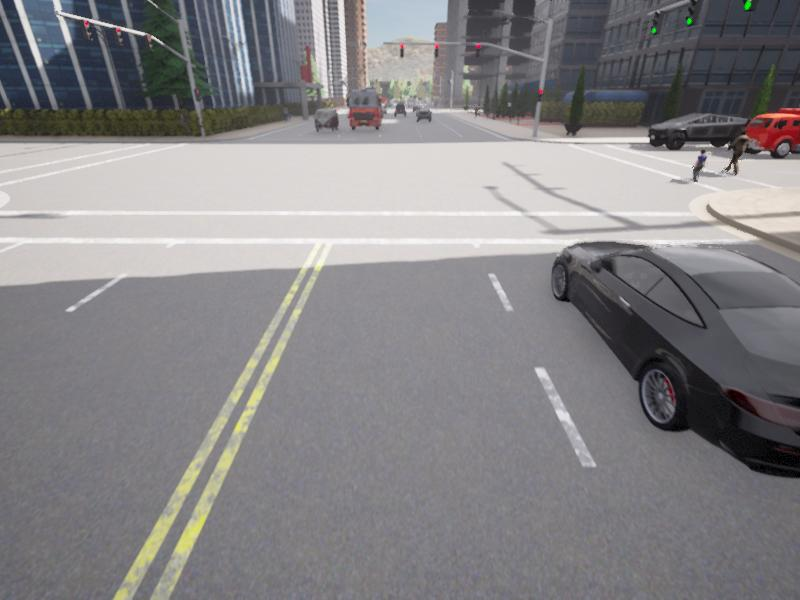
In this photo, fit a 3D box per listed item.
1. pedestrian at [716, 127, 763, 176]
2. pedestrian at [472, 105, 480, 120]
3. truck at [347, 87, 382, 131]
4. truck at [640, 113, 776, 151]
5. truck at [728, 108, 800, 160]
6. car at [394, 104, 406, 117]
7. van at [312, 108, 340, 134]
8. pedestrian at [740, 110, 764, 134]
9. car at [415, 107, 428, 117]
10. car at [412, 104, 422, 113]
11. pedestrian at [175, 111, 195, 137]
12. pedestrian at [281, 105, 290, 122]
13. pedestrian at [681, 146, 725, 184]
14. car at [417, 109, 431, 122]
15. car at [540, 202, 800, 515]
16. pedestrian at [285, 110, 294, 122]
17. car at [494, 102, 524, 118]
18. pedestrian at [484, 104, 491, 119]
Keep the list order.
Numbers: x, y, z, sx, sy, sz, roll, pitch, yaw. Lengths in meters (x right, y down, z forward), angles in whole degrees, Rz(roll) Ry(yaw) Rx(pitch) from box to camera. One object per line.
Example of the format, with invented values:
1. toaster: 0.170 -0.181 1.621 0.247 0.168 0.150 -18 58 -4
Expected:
1. pedestrian: 14.414 -6.325 17.041 0.751 1.860 0.751 3 27 5
2. pedestrian: 10.352 -25.616 54.548 0.751 1.860 0.751 -3 27 -5
3. truck: -3.475 -19.987 41.693 2.891 3.827 8.468 0 27 0
4. truck: 19.346 -10.736 25.499 6.274 2.098 2.390 0 27 1
5. truck: 22.254 -9.283 22.261 5.204 2.467 2.627 1 27 0
6. car: 0.052 -31.436 66.320 1.905 1.878 3.866 0 27 0
7. van: -6.972 -17.097 38.033 1.775 1.987 4.442 0 27 0
8. pedestrian: 29.746 -15.047 33.818 0.751 1.860 0.751 -4 27 -9
9. car: 3.551 -31.480 66.942 1.970 1.475 3.806 0 27 0
10. car: 3.565 -39.954 83.410 1.882 1.535 5.008 0 27 0
11. pedestrian: -16.538 -13.570 30.843 0.751 1.860 0.751 0 27 0
12. pedestrian: -14.144 -23.095 49.540 0.751 1.860 0.751 0 27 -1
13. pedestrian: 11.764 -5.277 15.594 0.751 1.300 0.751 -1 27 -2
14. car: 3.281 -25.177 54.459 1.837 1.490 4.892 1 27 2
15. car: 3.500 0.050 5.017 1.812 1.442 4.674 0 27 0
16. pedestrian: -13.888 -23.188 50.340 0.751 1.300 0.751 3 27 6
17. car: 16.668 -29.035 61.090 2.390 2.098 6.274 15 31 27
18. pedestrian: 12.244 -26.315 55.925 0.751 1.860 0.751 4 27 8
